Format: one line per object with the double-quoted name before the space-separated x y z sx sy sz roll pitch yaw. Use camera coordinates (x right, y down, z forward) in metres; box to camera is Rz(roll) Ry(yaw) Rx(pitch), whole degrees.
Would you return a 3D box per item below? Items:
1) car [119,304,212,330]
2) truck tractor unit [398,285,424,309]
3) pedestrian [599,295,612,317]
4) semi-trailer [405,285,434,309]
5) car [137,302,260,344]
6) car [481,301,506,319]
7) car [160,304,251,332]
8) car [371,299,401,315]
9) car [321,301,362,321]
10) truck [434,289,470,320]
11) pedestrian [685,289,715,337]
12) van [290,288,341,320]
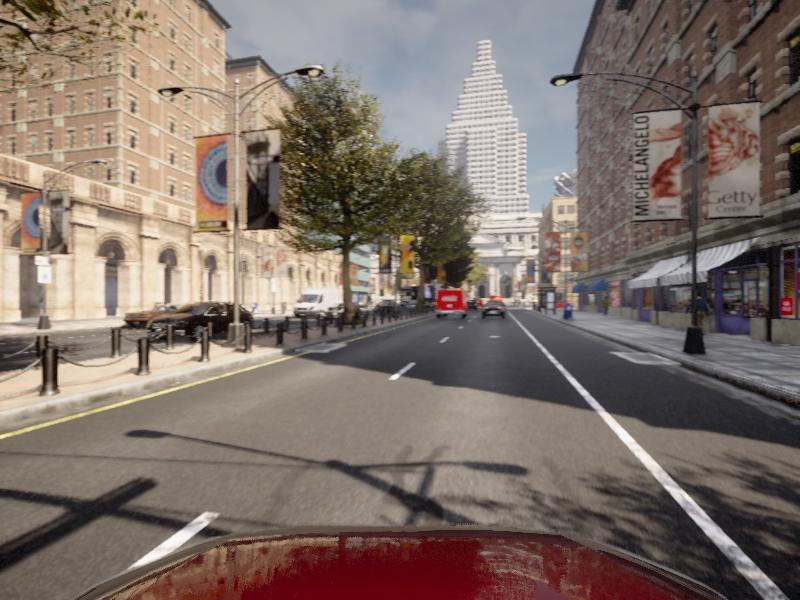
"car" -13.438 0.905 23.322 1.895 1.301 4.718 0 0 13
"truck tractor unit" 2.016 -0.517 72.016 3.053 4.208 6.516 0 0 16
"pedestrian" 17.650 0.526 34.328 0.751 1.860 0.751 0 0 7
"semi-trailer" 4.138 -0.611 79.639 2.717 4.402 14.254 0 0 15
"car" -8.093 0.824 16.716 1.837 1.490 4.892 0 0 14
"car" 8.459 0.844 36.195 2.038 1.542 4.974 0 0 14
"car" -10.431 0.918 21.935 1.895 1.301 4.718 0 0 14
"car" -1.459 0.765 44.099 1.930 1.638 5.238 0 0 14
"car" -4.513 0.841 31.500 1.970 1.475 3.806 0 0 14
"truck" 4.740 0.366 35.709 2.627 2.467 5.204 0 0 14
"pedestrian" 12.181 0.514 16.285 0.751 1.860 0.751 0 0 16
"van" -7.251 0.302 35.062 1.988 2.561 5.915 0 0 14
